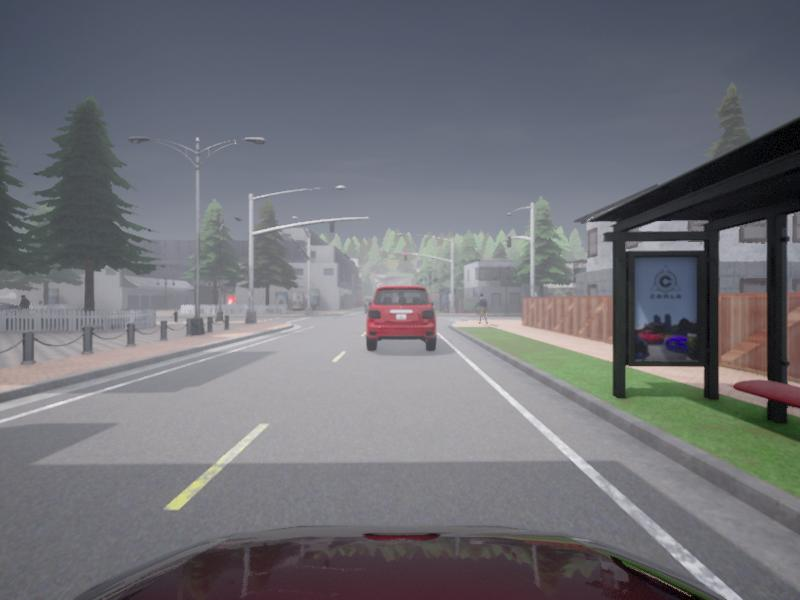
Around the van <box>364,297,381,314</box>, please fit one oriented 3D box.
[{"bbox_3d":[-3.335,0.612,48.580,1.775,1.987,4.442,0,0,0],"label":"van"}]

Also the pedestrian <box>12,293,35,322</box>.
[{"bbox_3d":[-24.465,0.507,26.017,0.751,1.860,0.751,0,0,2],"label":"pedestrian"}]

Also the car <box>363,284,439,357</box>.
[{"bbox_3d":[0.046,0.573,14.082,2.150,2.045,5.566,0,0,0],"label":"car"}]

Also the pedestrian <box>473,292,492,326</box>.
[{"bbox_3d":[4.577,0.495,22.259,0.751,1.860,0.751,0,0,-33],"label":"pedestrian"}]

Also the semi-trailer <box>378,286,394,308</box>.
[{"bbox_3d":[-2.871,-0.593,86.069,2.717,4.402,14.254,0,0,0],"label":"semi-trailer"}]

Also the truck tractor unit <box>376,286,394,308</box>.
[{"bbox_3d":[-2.937,-0.503,78.159,3.053,4.208,6.516,0,0,2],"label":"truck tractor unit"}]
